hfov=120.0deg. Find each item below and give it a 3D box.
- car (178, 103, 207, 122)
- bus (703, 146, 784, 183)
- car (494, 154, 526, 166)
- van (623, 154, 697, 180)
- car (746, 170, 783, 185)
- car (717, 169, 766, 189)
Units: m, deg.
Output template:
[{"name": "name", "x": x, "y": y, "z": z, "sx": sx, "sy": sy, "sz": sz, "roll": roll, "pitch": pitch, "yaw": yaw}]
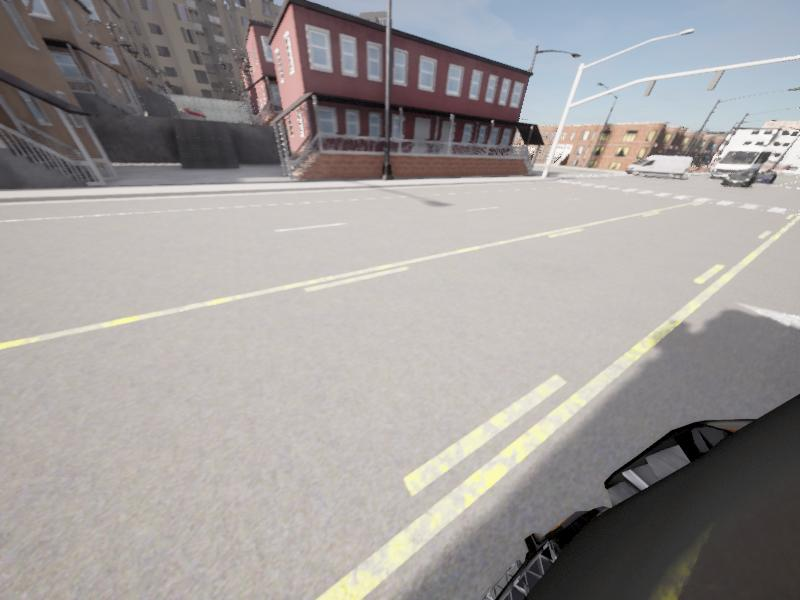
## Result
[{"name": "car", "x": -39.171, "y": -35.387, "z": 43.672, "sx": 3.705, "sy": 1.549, "sz": 1.789, "roll": -4, "pitch": 32, "yaw": -33}, {"name": "bus", "x": 51.762, "y": -20.574, "z": 34.823, "sx": 10.273, "sy": 4.253, "sz": 3.944, "roll": -17, "pitch": 39, "yaw": -25}, {"name": "car", "x": 21.149, "y": -27.096, "z": 44.580, "sx": 1.930, "sy": 1.638, "sz": 5.238, "roll": -16, "pitch": 38, "yaw": -26}, {"name": "van", "x": 35.032, "y": -18.188, "z": 31.531, "sx": 5.915, "sy": 2.561, "sz": 1.988, "roll": 20, "pitch": 39, "yaw": 23}, {"name": "car", "x": 48.560, "y": -16.340, "z": 30.767, "sx": 4.193, "sy": 1.474, "sz": 1.816, "roll": -16, "pitch": 38, "yaw": -26}, {"name": "car", "x": 36.034, "y": -12.810, "z": 24.404, "sx": 3.988, "sy": 1.617, "sz": 1.851, "roll": -16, "pitch": 38, "yaw": -26}]
